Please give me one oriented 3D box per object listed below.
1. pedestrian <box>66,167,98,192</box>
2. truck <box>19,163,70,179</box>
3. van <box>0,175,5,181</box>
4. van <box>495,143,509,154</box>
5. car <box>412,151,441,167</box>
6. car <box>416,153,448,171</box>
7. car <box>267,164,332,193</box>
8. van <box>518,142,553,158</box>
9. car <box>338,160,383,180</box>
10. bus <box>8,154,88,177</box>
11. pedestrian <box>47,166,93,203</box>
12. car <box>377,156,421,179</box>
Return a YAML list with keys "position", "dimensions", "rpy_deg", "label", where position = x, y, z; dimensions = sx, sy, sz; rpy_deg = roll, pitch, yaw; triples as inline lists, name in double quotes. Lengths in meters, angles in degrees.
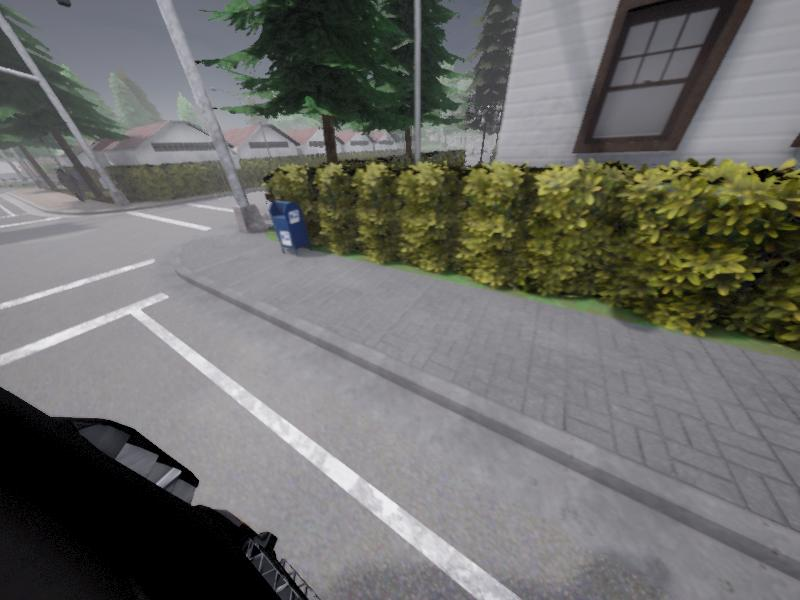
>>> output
- position: [-27.861, -10.553, 20.259]
  dimensions: [0.751, 1.860, 0.751]
  rpy_deg: [17, 38, 27]
  label: "pedestrian"
- position: [-76.380, -27.837, 49.742]
  dimensions: [2.627, 2.467, 5.204]
  rpy_deg: [17, 38, 27]
  label: "truck"
- position: [-80.491, -23.703, 44.248]
  dimensions: [1.775, 1.987, 4.442]
  rpy_deg: [17, 38, 27]
  label: "van"
- position: [25.287, -37.403, 57.028]
  dimensions: [2.069, 2.038, 4.480]
  rpy_deg: [16, 38, 26]
  label: "van"
- position: [3.953, -20.623, 33.669]
  dimensions: [2.152, 1.651, 5.027]
  rpy_deg: [17, 38, 27]
  label: "car"
- position: [3.879, -16.664, 27.778]
  dimensions: [1.882, 1.535, 5.008]
  rpy_deg: [17, 38, 27]
  label: "car"
- position: [-7.527, -9.475, 17.832]
  dimensions: [1.816, 1.474, 4.193]
  rpy_deg: [16, 38, 27]
  label: "car"
- position: [21.883, -24.203, 37.385]
  dimensions: [4.442, 1.987, 1.775]
  rpy_deg: [17, 38, 27]
  label: "van"
- position: [-3.790, -13.003, 22.975]
  dimensions: [1.994, 1.385, 4.181]
  rpy_deg: [17, 38, 27]
  label: "car"
- position: [-89.658, -34.587, 59.292]
  dimensions: [3.944, 4.253, 10.273]
  rpy_deg: [17, 38, 27]
  label: "bus"
- position: [-19.541, -6.837, 13.725]
  dimensions: [0.751, 1.860, 0.751]
  rpy_deg: [21, 40, 31]
  label: "pedestrian"
- position: [0.091, -13.036, 22.583]
  dimensions: [1.882, 1.535, 5.008]
  rpy_deg: [17, 38, 27]
  label: "car"
